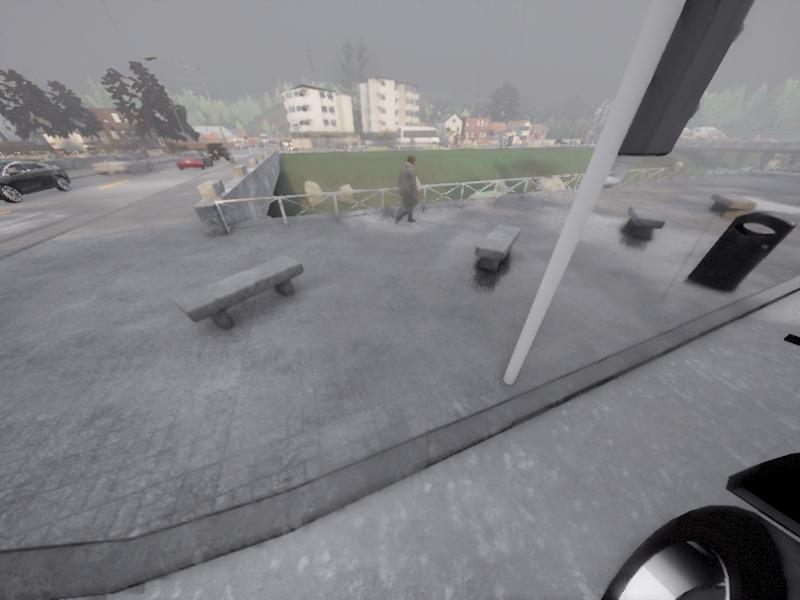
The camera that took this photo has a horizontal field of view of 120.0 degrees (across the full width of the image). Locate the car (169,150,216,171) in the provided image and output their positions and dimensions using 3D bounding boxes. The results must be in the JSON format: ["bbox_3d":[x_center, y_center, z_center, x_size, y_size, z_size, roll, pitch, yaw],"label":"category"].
[{"bbox_3d":[-19.142,-13.080,21.571,1.994,1.385,4.181,-13,37,-17],"label":"car"}]

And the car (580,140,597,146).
[{"bbox_3d":[59.202,-49.444,72.664,4.193,1.474,1.816,-13,37,-17],"label":"car"}]

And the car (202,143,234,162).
[{"bbox_3d":[-22.778,-18.621,29.052,1.905,1.878,3.866,-13,37,-17],"label":"car"}]

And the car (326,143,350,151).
[{"bbox_3d":[-14.174,-35.123,52.865,4.892,1.490,1.837,-12,37,-17],"label":"car"}]

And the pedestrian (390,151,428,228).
[{"bbox_3d":[0.223,-3.150,6.615,0.751,1.860,0.751,-14,37,-19],"label":"pedestrian"}]

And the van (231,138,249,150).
[{"bbox_3d":[-42.747,-41.776,61.787,2.351,2.431,6.366,-13,37,-17],"label":"van"}]

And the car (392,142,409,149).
[{"bbox_3d":[0.081,-38.425,57.464,3.806,1.475,1.970,-13,37,-17],"label":"car"}]

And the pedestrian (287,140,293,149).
[{"bbox_3d":[-25.877,-36.555,54.262,0.751,1.860,0.751,-13,37,-17],"label":"pedestrian"}]

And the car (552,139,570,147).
[{"bbox_3d":[48.089,-47.067,69.033,3.866,1.878,1.905,-13,37,-17],"label":"car"}]

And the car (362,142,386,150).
[{"bbox_3d":[-6.194,-36.959,55.499,5.357,1.411,2.033,-13,37,-17],"label":"car"}]

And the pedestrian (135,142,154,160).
[{"bbox_3d":[-32.693,-19.064,29.573,0.751,1.860,0.751,-14,37,-19],"label":"pedestrian"}]

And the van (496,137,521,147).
[{"bbox_3d":[31.461,-45.974,67.125,6.366,2.431,2.351,-13,37,-17],"label":"van"}]

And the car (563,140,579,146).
[{"bbox_3d":[55.453,-51.015,75.018,3.806,1.475,1.970,-13,37,-17],"label":"car"}]

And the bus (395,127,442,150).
[{"bbox_3d":[4.328,-38.137,54.601,10.273,4.253,3.944,-13,37,-17],"label":"bus"}]

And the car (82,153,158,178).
[{"bbox_3d":[-21.902,-10.784,18.385,1.895,1.301,4.718,-13,37,-17],"label":"car"}]

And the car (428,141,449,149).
[{"bbox_3d":[10.094,-40.713,60.629,4.892,1.490,1.837,-13,37,-17],"label":"car"}]

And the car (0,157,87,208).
[{"bbox_3d":[-18.156,-5.534,10.677,2.128,1.511,4.902,-12,37,-16],"label":"car"}]

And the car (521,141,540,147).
[{"bbox_3d":[39.523,-47.348,69.999,4.718,1.301,1.895,-13,37,-17],"label":"car"}]
